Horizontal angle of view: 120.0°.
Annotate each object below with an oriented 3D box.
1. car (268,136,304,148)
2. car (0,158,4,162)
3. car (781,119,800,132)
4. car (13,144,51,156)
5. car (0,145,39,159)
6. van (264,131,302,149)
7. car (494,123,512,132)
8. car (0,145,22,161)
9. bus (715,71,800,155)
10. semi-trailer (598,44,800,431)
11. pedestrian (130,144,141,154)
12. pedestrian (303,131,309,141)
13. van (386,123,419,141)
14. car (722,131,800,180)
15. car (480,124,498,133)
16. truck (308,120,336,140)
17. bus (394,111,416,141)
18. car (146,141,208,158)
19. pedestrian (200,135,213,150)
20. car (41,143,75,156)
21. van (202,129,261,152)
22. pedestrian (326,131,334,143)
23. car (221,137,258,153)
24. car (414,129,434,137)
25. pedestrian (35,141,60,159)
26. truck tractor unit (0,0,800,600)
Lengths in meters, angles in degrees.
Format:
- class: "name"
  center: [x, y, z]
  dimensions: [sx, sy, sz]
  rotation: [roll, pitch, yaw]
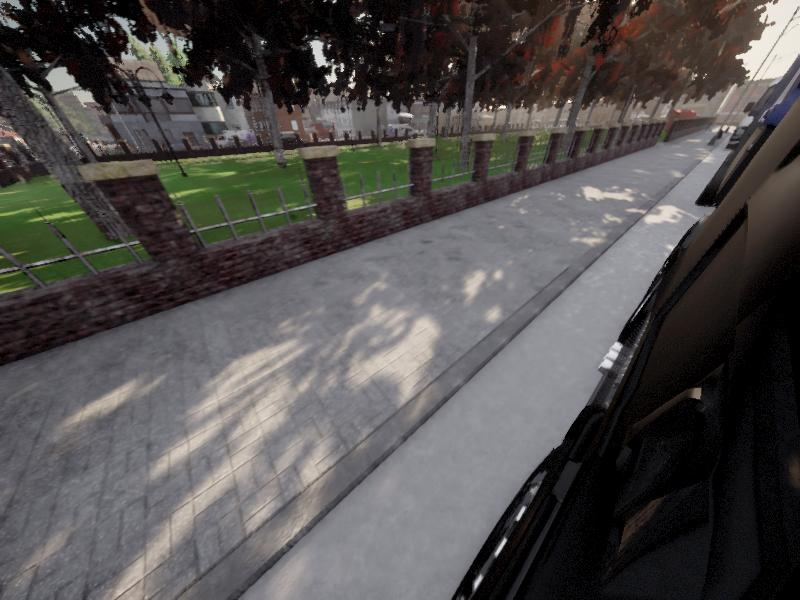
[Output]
- class: "car"
  center: [-18.828, -26.194, 38.269]
  dimensions: [4.718, 1.301, 1.895]
  rotation: [-25, 43, -28]
- class: "car"
  center: [-50.753, -17.109, 27.675]
  dimensions: [1.994, 1.385, 4.181]
  rotation: [-28, 44, -30]
- class: "car"
  center: [60.541, -26.572, 35.084]
  dimensions: [4.792, 1.488, 2.163]
  rotation: [-28, 44, -30]
- class: "car"
  center: [-63.690, -26.063, 40.113]
  dimensions: [2.163, 1.488, 4.792]
  rotation: [-28, 44, -30]
- class: "car"
  center: [-59.529, -23.186, 36.086]
  dimensions: [2.163, 1.488, 4.792]
  rotation: [-28, 44, -30]
- class: "van"
  center: [-17.521, -24.134, 34.891]
  dimensions: [4.442, 1.987, 1.775]
  rotation: [-29, 45, -31]
- class: "car"
  center: [29.200, -48.880, 65.481]
  dimensions: [5.566, 2.045, 2.150]
  rotation: [-30, 45, -32]
- class: "car"
  center: [-55.308, -20.316, 31.960]
  dimensions: [1.851, 1.617, 3.988]
  rotation: [-28, 44, -30]
- class: "bus"
  center: [28.989, -14.163, 17.477]
  dimensions: [10.273, 4.253, 3.944]
  rotation: [-29, 44, -29]
- class: "semi-trailer"
  center: [8.705, -3.577, 4.256]
  dimensions: [14.254, 4.402, 2.717]
  rotation: [-28, 44, -30]
- class: "pedestrian"
  center: [-36.333, -20.687, 31.729]
  dimensions: [0.500, 1.100, 0.500]
  rotation: [-28, 44, -30]
- class: "pedestrian"
  center: [-22.086, -38.567, 54.181]
  dimensions: [0.751, 1.860, 0.751]
  rotation: [-28, 44, -30]
- class: "van"
  center: [0.517, -33.830, 46.539]
  dimensions: [6.366, 2.431, 2.351]
  rotation: [-4, 38, -1]
- class: "car"
  center: [17.307, -6.901, 10.782]
  dimensions: [5.357, 1.411, 2.033]
  rotation: [-28, 44, -30]
- class: "car"
  center: [23.948, -46.178, 62.283]
  dimensions: [4.605, 1.855, 1.932]
  rotation: [-28, 44, -30]
- class: "truck"
  center: [-19.612, -42.533, 57.926]
  dimensions: [2.891, 3.827, 8.468]
  rotation: [-28, 44, -30]
- class: "bus"
  center: [0.837, -38.287, 50.674]
  dimensions: [3.944, 4.253, 10.273]
  rotation: [4, 40, -5]
- class: "car"
  center: [-27.589, -18.821, 28.807]
  dimensions: [5.357, 1.411, 2.033]
  rotation: [-27, 43, -29]
- class: "pedestrian"
  center: [-29.911, -24.364, 35.687]
  dimensions: [0.751, 1.860, 0.751]
  rotation: [-30, 45, -32]
- class: "car"
  center: [-57.015, -25.205, 38.602]
  dimensions: [1.882, 1.535, 5.008]
  rotation: [-28, 44, -30]
- class: "van"
  center: [-24.841, -23.759, 34.380]
  dimensions: [6.366, 2.431, 2.351]
  rotation: [-28, 44, -30]
- class: "pedestrian"
  center: [-13.202, -30.898, 43.740]
  dimensions: [0.751, 1.860, 0.751]
  rotation: [28, 46, 34]
- class: "car"
  center: [-22.159, -21.555, 32.067]
  dimensions: [3.633, 1.501, 1.845]
  rotation: [-29, 44, -31]
- class: "car"
  center: [5.686, -39.501, 54.651]
  dimensions: [4.674, 1.442, 1.812]
  rotation: [-28, 44, -30]
- class: "pedestrian"
  center: [-45.377, -19.337, 29.776]
  dimensions: [0.751, 1.860, 0.751]
  rotation: [-21, 41, -23]
- class: "truck tractor unit"
  center: [2.645, -0.295, 0.351]
  dimensions: [6.516, 4.208, 3.053]
  rotation: [-28, 44, -30]
